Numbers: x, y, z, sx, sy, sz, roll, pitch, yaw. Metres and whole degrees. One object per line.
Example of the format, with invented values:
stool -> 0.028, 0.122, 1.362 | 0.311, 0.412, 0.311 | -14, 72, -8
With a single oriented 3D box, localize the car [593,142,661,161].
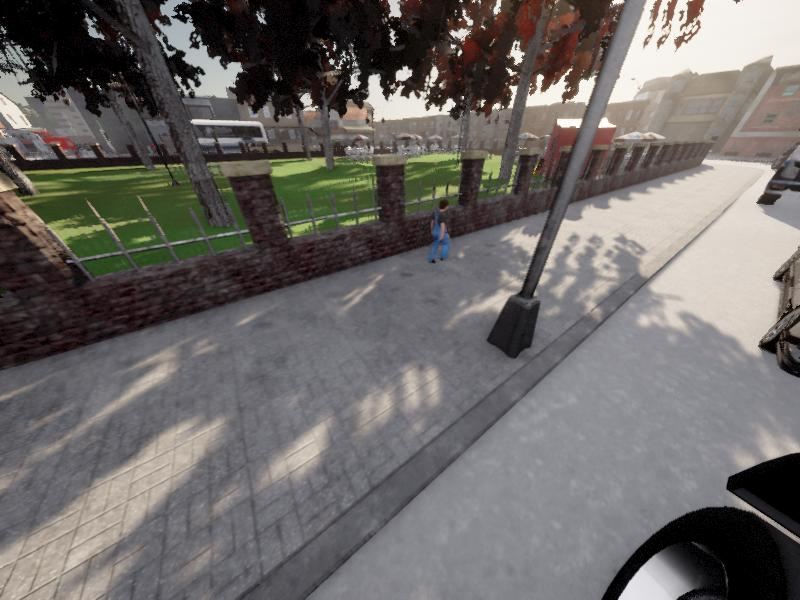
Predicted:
car -> 26.809, -17.792, 27.532 | 1.930, 1.638, 5.238 | -22, 41, -28

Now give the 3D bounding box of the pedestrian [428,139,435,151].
pedestrian -> 5.729, -28.288, 42.142 | 0.751, 1.860, 0.751 | -19, 39, -25

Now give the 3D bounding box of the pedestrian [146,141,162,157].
pedestrian -> -34.838, -21.433, 32.722 | 0.751, 1.860, 0.751 | -19, 39, -25

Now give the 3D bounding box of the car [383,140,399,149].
car -> -2.310, -41.566, 61.714 | 2.097, 1.767, 4.553 | -22, 41, -28

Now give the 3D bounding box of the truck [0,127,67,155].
truck -> -65.520, -28.545, 41.543 | 2.891, 3.827, 8.468 | -21, 40, -27

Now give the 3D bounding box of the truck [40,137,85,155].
truck -> -60.374, -27.740, 41.546 | 2.627, 2.467, 5.204 | -22, 41, -28

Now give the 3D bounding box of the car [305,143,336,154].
car -> -13.820, -26.593, 40.476 | 4.674, 1.442, 1.812 | -22, 41, -27

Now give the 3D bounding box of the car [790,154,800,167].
car -> 35.281, -11.403, 18.442 | 1.851, 1.617, 3.988 | 8, 36, 12

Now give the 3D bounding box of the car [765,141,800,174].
car -> 30.177, -10.464, 16.899 | 1.905, 1.878, 3.866 | 19, 39, 24

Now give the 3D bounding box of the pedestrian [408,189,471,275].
pedestrian -> 0.702, -1.300, 4.396 | 0.751, 1.300, 0.751 | -25, 42, -30

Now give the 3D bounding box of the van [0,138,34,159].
van -> -58.471, -22.329, 33.891 | 2.351, 2.431, 6.366 | -20, 40, -26

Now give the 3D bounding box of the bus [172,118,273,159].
bus -> -24.846, -23.161, 33.257 | 10.273, 4.253, 3.944 | -21, 40, -27

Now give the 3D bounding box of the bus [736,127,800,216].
bus -> 18.156, -5.974, 8.565 | 10.273, 4.253, 3.944 | -21, 40, -27

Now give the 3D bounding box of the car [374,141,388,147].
car -> -5.943, -48.474, 71.758 | 2.242, 1.667, 4.611 | -22, 41, -28

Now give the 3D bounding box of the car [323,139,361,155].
car -> -9.519, -25.676, 38.621 | 5.566, 2.045, 2.150 | -24, 41, -30

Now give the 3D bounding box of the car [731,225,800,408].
car -> 6.571, -0.112, 2.819 | 5.357, 1.411, 2.033 | -22, 41, -28

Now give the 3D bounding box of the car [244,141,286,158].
car -> -19.377, -21.700, 33.196 | 4.605, 1.855, 1.932 | -23, 41, -29

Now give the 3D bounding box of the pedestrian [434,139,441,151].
pedestrian -> 6.939, -28.586, 42.555 | 0.751, 1.860, 0.751 | -20, 40, -26
